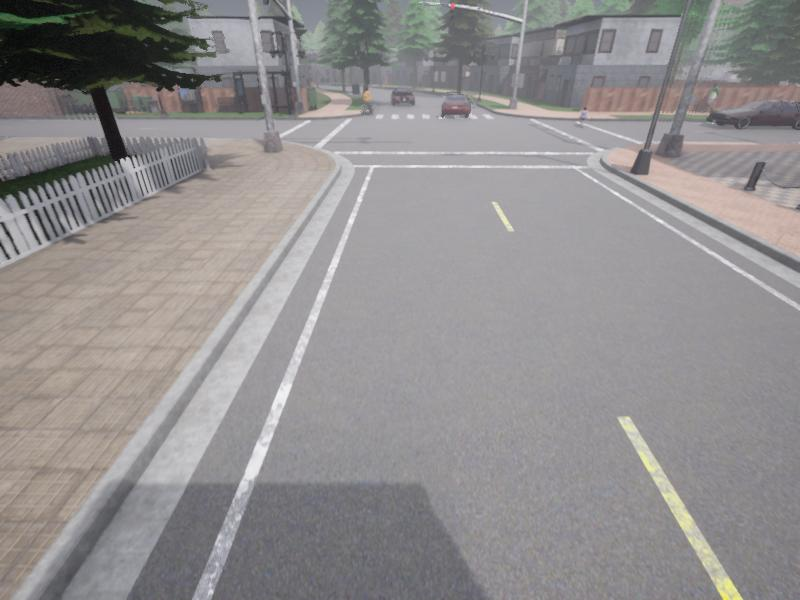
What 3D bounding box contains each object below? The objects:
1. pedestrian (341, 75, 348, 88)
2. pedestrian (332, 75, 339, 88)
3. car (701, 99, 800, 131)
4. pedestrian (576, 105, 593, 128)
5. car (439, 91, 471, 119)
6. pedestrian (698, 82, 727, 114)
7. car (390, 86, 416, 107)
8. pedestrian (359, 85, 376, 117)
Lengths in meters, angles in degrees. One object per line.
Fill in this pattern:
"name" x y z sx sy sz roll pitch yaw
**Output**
"pedestrian" -8.992 -35.450 64.803 0.751 1.860 0.751 -21 36 -32
"pedestrian" -10.154 -34.344 62.918 0.751 1.860 0.751 -13 33 -21
"car" 20.299 -10.279 22.127 5.357 1.411 2.033 2 30 3
"pedestrian" 10.300 -10.255 22.371 0.500 1.100 0.500 -1 30 -2
"car" 3.954 -13.857 28.313 1.994 1.385 4.181 4 31 7
"pedestrian" 21.259 -13.753 27.259 0.751 1.860 0.751 1 30 2
"car" 0.224 -18.346 36.013 1.994 1.385 4.181 -2 30 -4
"pedestrian" -2.229 -13.582 27.330 0.751 1.860 0.751 -25 38 -35
